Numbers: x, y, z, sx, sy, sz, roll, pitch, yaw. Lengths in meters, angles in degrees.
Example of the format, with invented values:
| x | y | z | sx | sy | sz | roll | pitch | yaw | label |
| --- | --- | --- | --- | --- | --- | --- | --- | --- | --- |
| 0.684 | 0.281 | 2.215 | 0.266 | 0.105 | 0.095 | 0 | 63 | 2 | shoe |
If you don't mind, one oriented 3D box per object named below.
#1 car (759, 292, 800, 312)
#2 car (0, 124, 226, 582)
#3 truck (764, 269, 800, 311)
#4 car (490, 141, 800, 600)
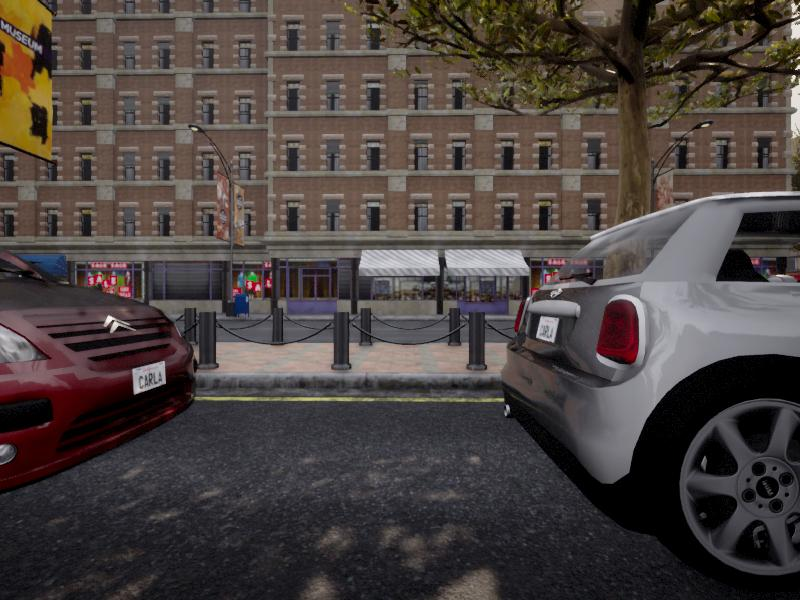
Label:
| x | y | z | sx | sy | sz | roll | pitch | yaw | label |
| --- | --- | --- | --- | --- | --- | --- | --- | --- | --- |
| 34.548 | 0.171 | 34.748 | 1.930 | 1.638 | 5.238 | 0 | 0 | 0 | car |
| -3.390 | 0.188 | 2.287 | 3.988 | 1.617 | 1.851 | 0 | 0 | 1 | car |
| 38.063 | -0.920 | 36.045 | 2.891 | 3.827 | 8.468 | 0 | 0 | 1 | truck |
| 2.600 | 0.253 | 2.173 | 3.806 | 1.475 | 1.970 | 0 | 0 | 1 | car |
